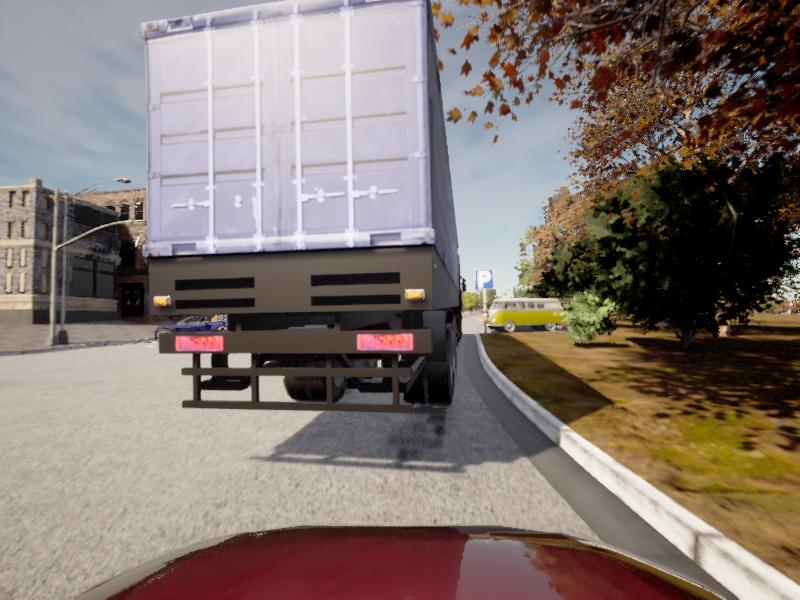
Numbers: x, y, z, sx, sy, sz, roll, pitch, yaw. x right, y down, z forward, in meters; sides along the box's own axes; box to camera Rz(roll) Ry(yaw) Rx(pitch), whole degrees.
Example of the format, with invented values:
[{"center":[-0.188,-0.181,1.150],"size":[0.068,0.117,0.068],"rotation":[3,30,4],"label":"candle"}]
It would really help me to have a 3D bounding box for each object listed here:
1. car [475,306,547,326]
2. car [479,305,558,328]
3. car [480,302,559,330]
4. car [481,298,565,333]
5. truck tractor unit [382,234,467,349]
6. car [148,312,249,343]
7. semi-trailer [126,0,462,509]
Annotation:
[{"center":[9.055,1.270,32.819],"size":[5.366,1.575,1.946],"rotation":[0,-1,-8],"label":"car"},{"center":[8.816,1.217,29.979],"size":[5.366,1.575,1.946],"rotation":[0,-1,-8],"label":"car"},{"center":[8.009,1.044,27.049],"size":[4.553,1.767,2.185],"rotation":[0,-1,-8],"label":"car"},{"center":[7.357,0.892,24.129],"size":[4.442,1.987,1.878],"rotation":[0,-1,-9],"label":"car"},{"center":[1.423,-0.236,18.067],"size":[3.053,4.208,6.516],"rotation":[-1,-1,10],"label":"truck tractor unit"},{"center":[-11.518,1.551,23.221],"size":[4.792,1.488,2.163],"rotation":[-2,-1,-10],"label":"car"},{"center":[0.129,-0.481,10.264],"size":[2.717,4.402,14.254],"rotation":[-1,-1,9],"label":"semi-trailer"}]
